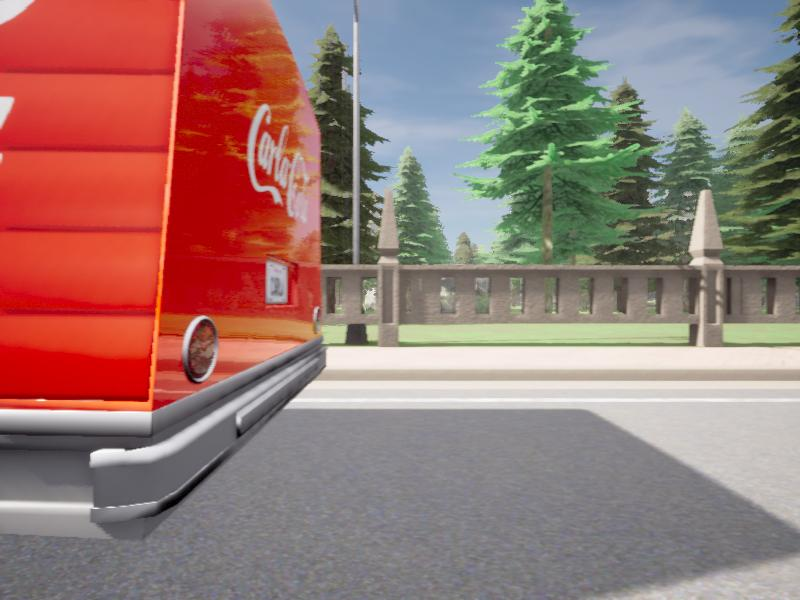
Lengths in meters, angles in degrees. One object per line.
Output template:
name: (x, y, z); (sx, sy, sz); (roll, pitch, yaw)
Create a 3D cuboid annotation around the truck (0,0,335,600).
truck: (-3.183, -0.236, 2.184); (5.204, 2.467, 2.627); (1, 0, 0)
